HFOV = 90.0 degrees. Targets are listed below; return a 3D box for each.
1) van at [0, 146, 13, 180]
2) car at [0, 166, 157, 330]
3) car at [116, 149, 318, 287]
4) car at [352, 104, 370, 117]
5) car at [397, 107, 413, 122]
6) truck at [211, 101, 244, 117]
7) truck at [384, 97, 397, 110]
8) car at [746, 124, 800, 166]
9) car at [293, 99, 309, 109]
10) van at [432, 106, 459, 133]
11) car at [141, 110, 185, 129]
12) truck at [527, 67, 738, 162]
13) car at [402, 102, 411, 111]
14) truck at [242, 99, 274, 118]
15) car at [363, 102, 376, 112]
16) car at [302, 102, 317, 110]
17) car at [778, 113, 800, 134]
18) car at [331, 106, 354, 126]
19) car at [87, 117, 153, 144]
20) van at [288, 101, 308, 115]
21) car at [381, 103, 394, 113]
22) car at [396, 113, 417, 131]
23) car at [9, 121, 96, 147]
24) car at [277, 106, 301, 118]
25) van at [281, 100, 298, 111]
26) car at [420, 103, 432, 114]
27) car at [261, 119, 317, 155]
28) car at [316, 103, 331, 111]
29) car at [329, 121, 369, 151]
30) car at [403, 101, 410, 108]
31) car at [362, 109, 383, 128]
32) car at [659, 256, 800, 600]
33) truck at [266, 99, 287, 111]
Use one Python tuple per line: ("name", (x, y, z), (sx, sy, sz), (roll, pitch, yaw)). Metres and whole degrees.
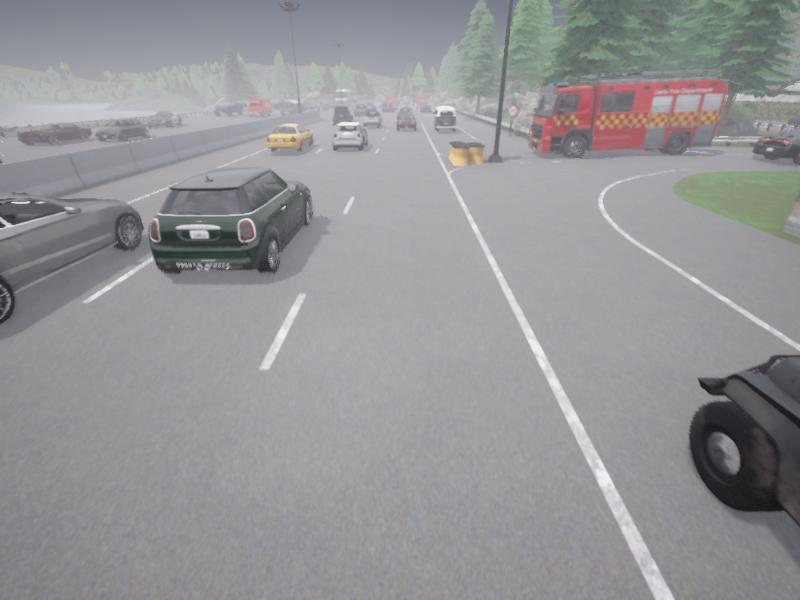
("van", (-17.291, -4.973, 13.614), (1.988, 2.561, 5.915), (0, 27, 1))
("car", (-6.899, -1.043, 6.909), (2.152, 1.651, 5.027), (0, 27, 1))
("car", (-3.368, -2.063, 8.676), (2.097, 1.767, 4.553), (0, 27, 1))
("car", (-5.975, -29.551, 62.261), (2.242, 1.667, 4.611), (0, 27, 1))
("car", (0.624, -23.648, 50.901), (1.845, 1.501, 3.633), (1, 27, 3))
("truck", (-26.968, -30.061, 62.912), (2.390, 2.098, 6.274), (0, 27, 1))
("truck", (-2.029, -43.770, 88.996), (2.627, 2.467, 5.204), (0, 27, 1))
("car", (19.095, -6.955, 17.905), (4.974, 1.542, 2.038), (0, 27, 1))
("car", (-22.965, -45.572, 93.106), (2.150, 2.045, 5.566), (0, 27, 1))
("van", (4.076, -16.594, 36.613), (2.069, 2.038, 4.480), (0, 28, 1))
("car", (-24.504, -18.795, 41.628), (2.038, 1.542, 4.974), (-4, 27, -6))
("truck", (11.419, -9.544, 20.696), (8.468, 3.827, 2.891), (-1, 27, 3))
("car", (1.412, -41.494, 85.568), (1.801, 1.575, 5.366), (0, 27, 1))
("truck", (-21.371, -29.076, 60.558), (2.627, 2.467, 5.204), (0, 27, 1))
("car", (-5.735, -37.003, 76.769), (2.033, 1.649, 4.856), (0, 27, 1))
("car", (-19.578, -41.872, 86.383), (2.038, 1.542, 4.974), (0, 27, 1))
("car", (34.208, -14.319, 32.597), (2.163, 1.488, 4.792), (0, 27, 1))
("car", (-6.278, -20.343, 44.123), (1.905, 1.878, 3.866), (0, 27, 1))
("car", (-20.521, -12.578, 29.576), (1.816, 1.474, 4.193), (0, 27, 1))
("van", (-17.105, -32.453, 67.574), (2.069, 2.038, 4.480), (0, 27, 1))
("car", (-2.260, -36.192, 75.294), (2.242, 1.667, 4.611), (0, 27, 1))
("car", (0.626, -17.089, 38.406), (1.895, 1.301, 4.718), (0, 27, 1))
("car", (-24.050, -11.659, 28.008), (1.895, 1.301, 4.718), (0, 27, 1))
("car", (-16.518, -28.188, 59.882), (2.128, 1.511, 4.902), (0, 27, 1))
("van", (-23.116, -40.870, 83.974), (2.069, 2.038, 4.480), (0, 27, 1))
("car", (4.692, -34.710, 72.393), (2.038, 1.542, 4.974), (0, 28, 1))
("car", (-6.606, -10.054, 24.465), (1.801, 1.575, 5.366), (0, 27, 1))
("car", (-16.116, -40.586, 84.023), (2.128, 1.511, 4.902), (0, 27, 1))
("car", (-3.092, -10.387, 25.205), (1.970, 1.475, 3.806), (0, 27, 1))
("car", (1.624, -48.174, 98.551), (1.801, 1.575, 5.366), (0, 27, 1))
("car", (-2.821, -18.841, 41.492), (1.851, 1.617, 3.988), (0, 27, 1))
("car", (3.520, 1.374, 1.850), (1.905, 1.878, 3.866), (0, 27, 1))
("truck", (-26.577, -42.131, 86.370), (2.390, 2.098, 6.274), (0, 27, 1))
